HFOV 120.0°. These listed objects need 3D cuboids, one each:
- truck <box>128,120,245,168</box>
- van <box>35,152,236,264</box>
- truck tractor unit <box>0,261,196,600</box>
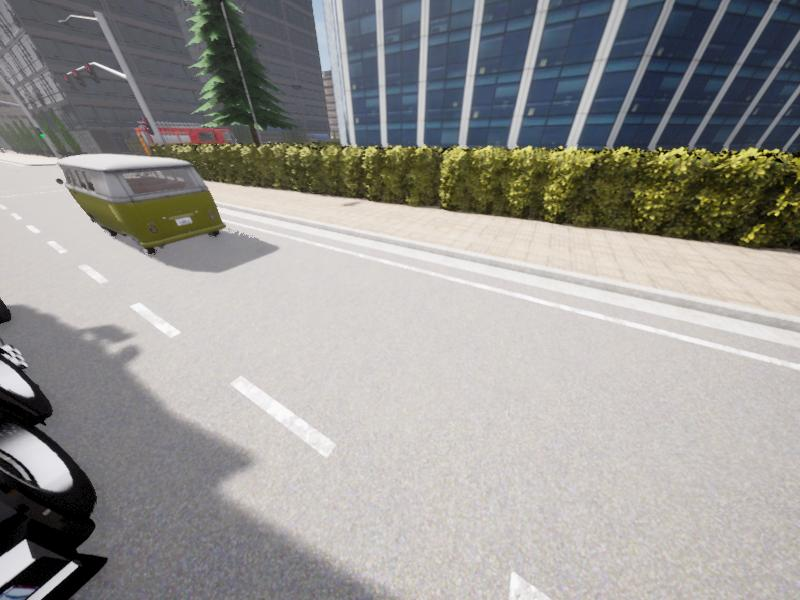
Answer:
[{"bbox_3d":[-23.161,-17.520,26.012,2.891,3.827,8.468,18,39,24],"label":"truck"},{"bbox_3d":[-6.962,-2.689,6.184,4.442,1.987,1.775,18,39,24],"label":"van"},{"bbox_3d":[-5.103,-0.310,0.784,6.516,4.208,3.053,19,39,24],"label":"truck tractor unit"}]
